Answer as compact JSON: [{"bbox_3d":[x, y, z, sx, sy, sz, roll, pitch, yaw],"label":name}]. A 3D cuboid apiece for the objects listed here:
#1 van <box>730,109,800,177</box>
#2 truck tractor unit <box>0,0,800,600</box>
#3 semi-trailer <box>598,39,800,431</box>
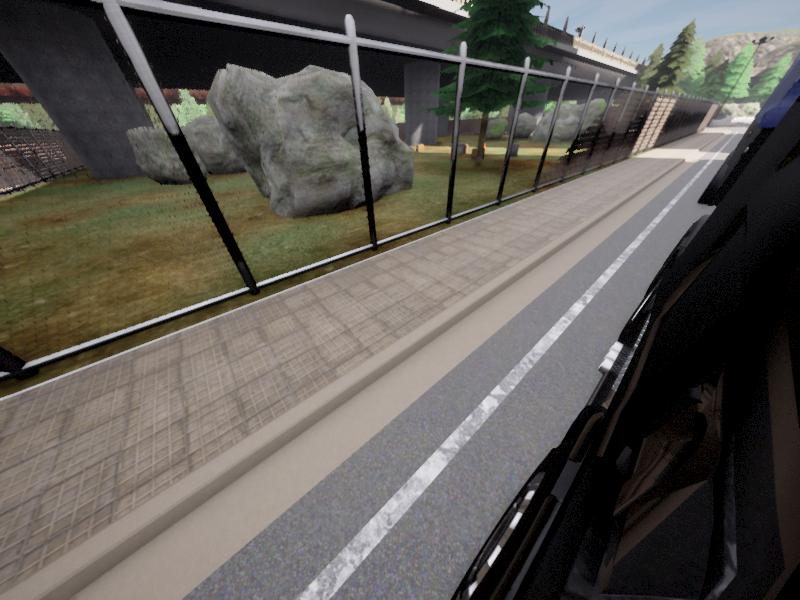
[{"bbox_3d":[17.572,-7.161,10.376,4.480,2.038,2.069,-28,44,-26],"label":"van"},{"bbox_3d":[2.645,-0.295,0.351,6.516,4.208,3.053,-28,44,-30],"label":"truck tractor unit"},{"bbox_3d":[8.701,-3.605,4.224,14.254,4.402,2.717,-28,44,-30],"label":"semi-trailer"}]
